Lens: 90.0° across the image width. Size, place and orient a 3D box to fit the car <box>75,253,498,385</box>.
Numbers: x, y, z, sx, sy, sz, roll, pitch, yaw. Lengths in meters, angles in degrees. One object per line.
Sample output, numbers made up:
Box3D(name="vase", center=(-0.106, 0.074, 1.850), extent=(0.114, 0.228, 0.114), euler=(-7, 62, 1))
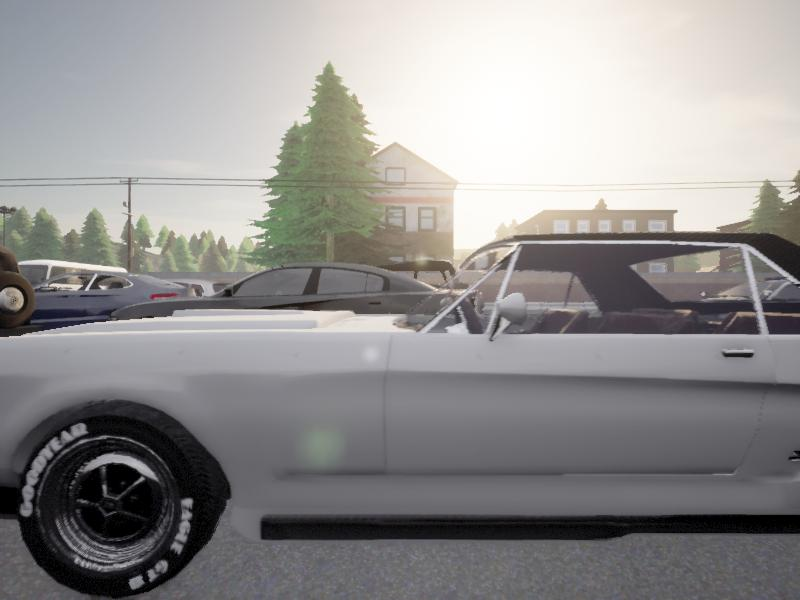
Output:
Box3D(name="car", center=(-1.351, 0.223, 5.694), extent=(5.008, 1.535, 1.882), euler=(0, 0, 0))

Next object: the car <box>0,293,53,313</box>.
Box3D(name="car", center=(-32.239, 0.201, 33.409), extent=(1.801, 1.575, 5.366), euler=(0, 0, 0))

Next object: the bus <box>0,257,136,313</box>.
Box3D(name="bus", center=(-28.620, -1.134, 35.272), extent=(3.944, 4.253, 10.273), euler=(0, 0, 0))

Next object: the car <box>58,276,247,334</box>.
Box3D(name="car", center=(-7.559, 0.156, 12.661), extent=(4.611, 1.667, 2.242), euler=(0, 0, -1))

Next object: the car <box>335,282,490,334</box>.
Box3D(name="car", center=(0.363, 0.228, 12.703), extent=(4.514, 1.525, 2.007), euler=(0, 0, 0))

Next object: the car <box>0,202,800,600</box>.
Box3D(name="car", center=(0.579, 0.344, 2.204), extent=(4.718, 1.301, 1.895), euler=(0, 0, 0))

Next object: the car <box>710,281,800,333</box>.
Box3D(name="car", center=(12.429, 0.216, 12.770), extent=(3.705, 1.549, 1.789), euler=(0, 0, 0))

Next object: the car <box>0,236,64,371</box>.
Box3D(name="car", center=(-7.490, 0.046, 5.660), extent=(3.866, 1.878, 1.905), euler=(0, 0, 0))

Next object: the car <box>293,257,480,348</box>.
Box3D(name="car", center=(-0.280, 0.046, 9.200), extent=(3.866, 1.878, 1.905), euler=(0, 0, 0))

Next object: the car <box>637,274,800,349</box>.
Box3D(name="car", center=(8.570, 0.224, 9.248), extent=(4.974, 1.542, 2.038), euler=(0, 0, 0))

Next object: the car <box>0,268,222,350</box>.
Box3D(name="car", center=(-7.069, 0.181, 9.172), extent=(5.027, 1.651, 2.152), euler=(0, 0, 0))
